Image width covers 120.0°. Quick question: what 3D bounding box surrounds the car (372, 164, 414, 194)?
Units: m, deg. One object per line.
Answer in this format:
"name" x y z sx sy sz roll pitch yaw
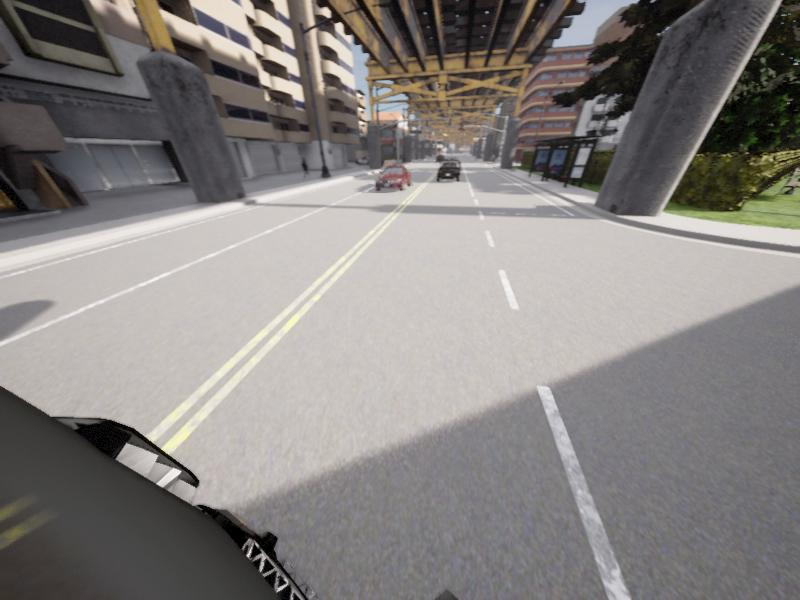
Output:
"car" -0.324 -8.568 16.127 1.812 1.442 4.674 6 33 10

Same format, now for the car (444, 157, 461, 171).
"car" 7.336 -19.106 32.384 2.038 1.542 4.974 6 33 10

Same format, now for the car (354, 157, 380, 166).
"car" -6.627 -27.919 46.457 4.974 1.542 2.038 21 39 31

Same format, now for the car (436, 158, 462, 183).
"car" 4.422 -11.690 20.728 1.930 1.638 5.238 6 33 10

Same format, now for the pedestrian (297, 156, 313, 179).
"pedestrian" -8.837 -12.370 21.575 0.751 1.860 0.751 7 33 12

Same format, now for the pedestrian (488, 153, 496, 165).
"pedestrian" 17.417 -26.634 43.598 0.751 1.860 0.751 -6 33 -8

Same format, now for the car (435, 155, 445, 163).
"car" 9.695 -34.325 56.074 1.930 1.638 5.238 6 33 10

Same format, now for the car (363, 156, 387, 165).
"car" -5.450 -30.084 49.823 4.974 1.542 2.038 -5 33 -6

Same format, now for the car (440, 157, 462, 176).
"car" 5.895 -15.394 26.516 2.152 1.651 5.027 6 33 10

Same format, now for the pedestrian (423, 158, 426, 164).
"pedestrian" 5.200 -29.861 49.640 0.500 1.100 0.500 14 35 22
